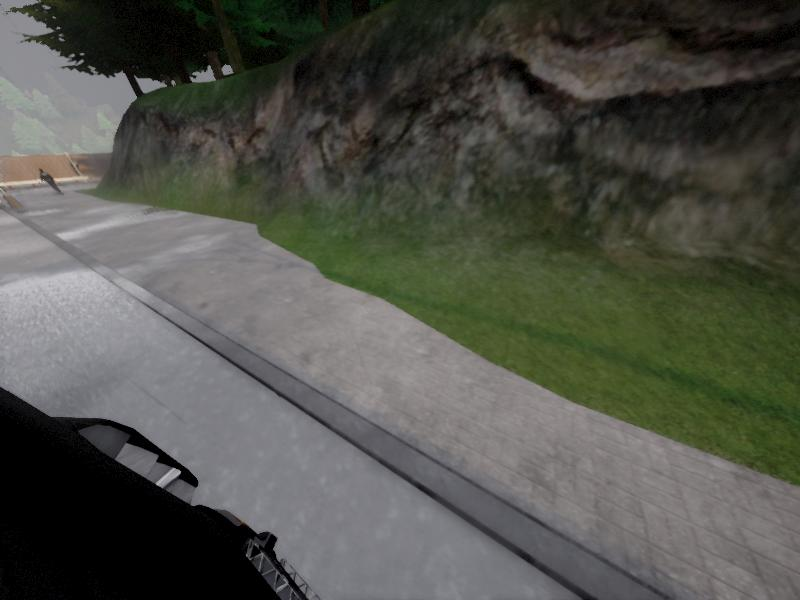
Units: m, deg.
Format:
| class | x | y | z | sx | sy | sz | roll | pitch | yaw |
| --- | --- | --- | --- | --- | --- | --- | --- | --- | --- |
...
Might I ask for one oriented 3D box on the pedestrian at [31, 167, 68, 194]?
| class | x | y | z | sx | sy | sz | roll | pitch | yaw |
| --- | --- | --- | --- | --- | --- | --- | --- | --- | --- |
| pedestrian | -28.481 | -9.698 | 18.793 | 0.751 | 1.860 | 0.751 | 16 | 38 | 26 |
